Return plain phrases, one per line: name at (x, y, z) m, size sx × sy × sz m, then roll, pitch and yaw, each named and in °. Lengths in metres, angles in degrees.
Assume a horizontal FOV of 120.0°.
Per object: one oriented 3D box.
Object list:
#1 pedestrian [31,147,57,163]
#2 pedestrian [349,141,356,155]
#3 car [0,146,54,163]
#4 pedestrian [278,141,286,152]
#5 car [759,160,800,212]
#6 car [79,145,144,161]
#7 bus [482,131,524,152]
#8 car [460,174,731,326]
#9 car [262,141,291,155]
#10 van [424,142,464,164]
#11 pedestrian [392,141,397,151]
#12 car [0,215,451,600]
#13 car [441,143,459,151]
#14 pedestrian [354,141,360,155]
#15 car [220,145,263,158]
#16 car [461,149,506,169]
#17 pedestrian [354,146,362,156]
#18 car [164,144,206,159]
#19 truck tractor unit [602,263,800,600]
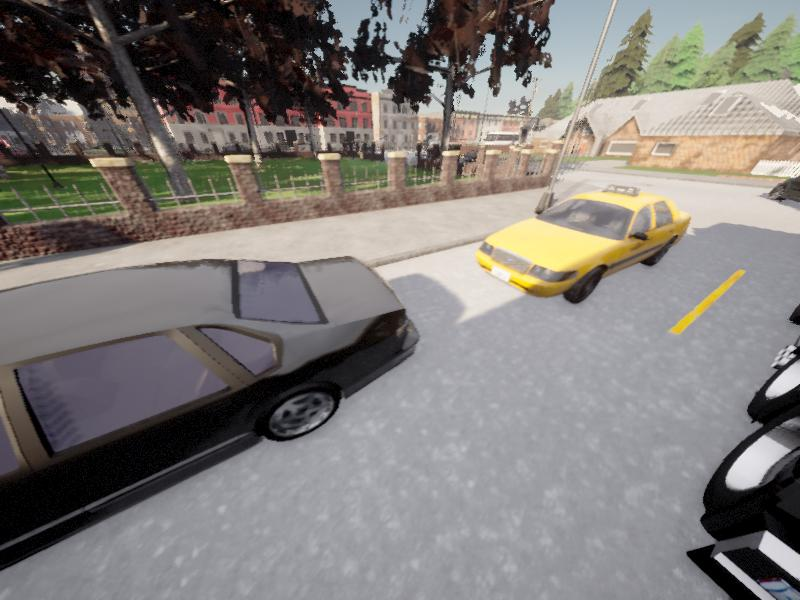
pedestrian at (-36.667, -14.938, 23.803) m, size 0.751 × 1.300 × 0.751 m, roll -18°, pitch 39°, yaw -24°
pedestrian at (-7.678, -24.332, 37.053) m, size 0.751 × 1.860 × 0.751 m, roll 1°, pitch 35°, yaw 1°
car at (-42.400, -16.209, 25.651) m, size 3.806 × 1.475 × 1.970 m, roll -18°, pitch 39°, yaw -24°
pedestrian at (-22.328, -29.091, 43.768) m, size 0.751 × 1.860 × 0.751 m, roll -16°, pitch 38°, yaw -22°
car at (17.241, -4.401, 9.066) m, size 1.851 × 1.617 × 3.988 m, roll 21°, pitch 40°, yaw 27°
car at (-35.693, -18.417, 28.836) m, size 4.514 × 1.525 × 2.007 m, roll -18°, pitch 39°, yaw -24°
bus at (27.681, -42.561, 62.047) m, size 10.273 × 4.253 × 3.944 m, roll -18°, pitch 39°, yaw -24°
car at (4.017, -1.454, 4.745) m, size 5.366 × 1.575 × 1.801 m, roll -18°, pitch 39°, yaw -24°
car at (-21.071, -25.956, 39.471) m, size 3.866 × 1.878 × 1.905 m, roll -18°, pitch 39°, yaw -24°
van at (5.077, -17.373, 27.225) m, size 2.069 × 2.038 × 4.480 m, roll -18°, pitch 39°, yaw -24°
pedestrian at (-1.225, -35.646, 53.362) m, size 0.751 × 1.860 × 0.751 m, roll -21°, pitch 40°, yaw -28°
car at (-2.419, 0.635, 1.852) m, size 5.357 × 1.411 × 2.033 m, roll -18°, pitch 39°, yaw -25°
car at (11.967, -36.595, 55.349) m, size 3.633 × 1.501 × 1.845 m, roll -18°, pitch 39°, yaw -24°
pedestrian at (-6.904, -24.486, 37.280) m, size 0.751 × 1.860 × 0.751 m, roll -4°, pitch 35°, yaw -6°
car at (-23.635, -22.333, 34.592) m, size 4.892 × 1.490 × 1.837 m, roll -19°, pitch 39°, yaw -25°
car at (8.173, -14.078, 22.962) m, size 1.845 × 1.501 × 3.633 m, roll -18°, pitch 39°, yaw -24°
pedestrian at (-6.343, -22.504, 34.928) m, size 0.751 × 1.300 × 0.751 m, roll -19°, pitch 39°, yaw -26°
car at (-29.466, -20.458, 31.797) m, size 3.705 × 1.549 × 1.789 m, roll -18°, pitch 39°, yaw -24°
truck tractor unit at (5.110, -0.301, 0.788) m, size 6.516 × 4.208 × 3.053 m, roll -18°, pitch 39°, yaw -24°
